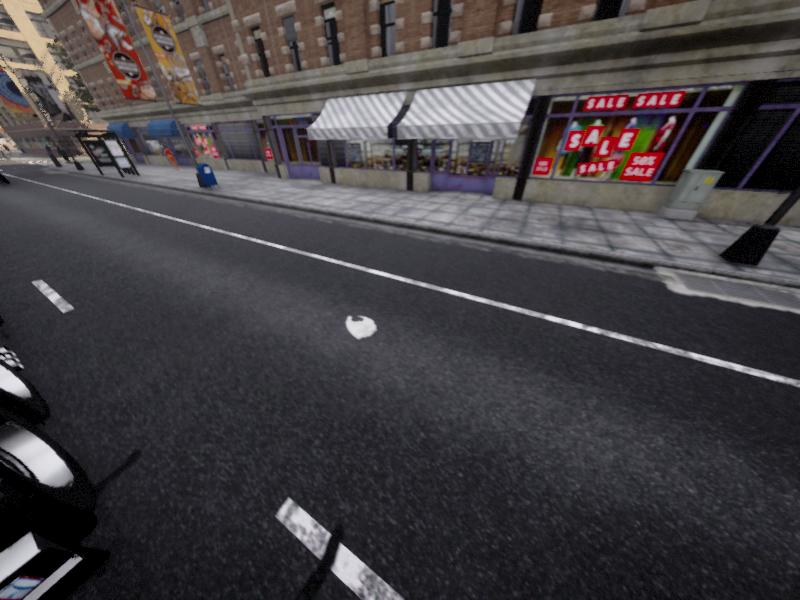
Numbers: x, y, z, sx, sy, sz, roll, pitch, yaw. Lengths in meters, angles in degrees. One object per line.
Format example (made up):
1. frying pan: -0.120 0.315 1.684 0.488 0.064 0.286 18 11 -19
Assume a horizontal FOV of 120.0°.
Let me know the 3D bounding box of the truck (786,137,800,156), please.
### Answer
1. truck: 57.812 -21.077 30.362 2.891 3.827 8.468 17 38 23

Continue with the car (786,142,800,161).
1. car: 46.014 -16.084 25.086 2.097 1.767 4.553 17 38 23

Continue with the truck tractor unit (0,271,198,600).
1. truck tractor unit: -5.124 -0.286 0.766 6.516 4.208 3.053 18 39 24

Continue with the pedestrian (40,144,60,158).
1. pedestrian: -56.478 -24.105 37.263 0.751 1.860 0.751 5 35 8

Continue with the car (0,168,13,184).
1. car: -28.307 -8.558 15.293 4.193 1.474 1.816 17 38 23

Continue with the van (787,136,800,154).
1. van: 65.003 -23.967 35.658 2.351 2.431 6.366 17 38 23

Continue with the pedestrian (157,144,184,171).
1. pedestrian: -19.730 -12.258 19.877 0.751 1.860 0.751 15 38 20
